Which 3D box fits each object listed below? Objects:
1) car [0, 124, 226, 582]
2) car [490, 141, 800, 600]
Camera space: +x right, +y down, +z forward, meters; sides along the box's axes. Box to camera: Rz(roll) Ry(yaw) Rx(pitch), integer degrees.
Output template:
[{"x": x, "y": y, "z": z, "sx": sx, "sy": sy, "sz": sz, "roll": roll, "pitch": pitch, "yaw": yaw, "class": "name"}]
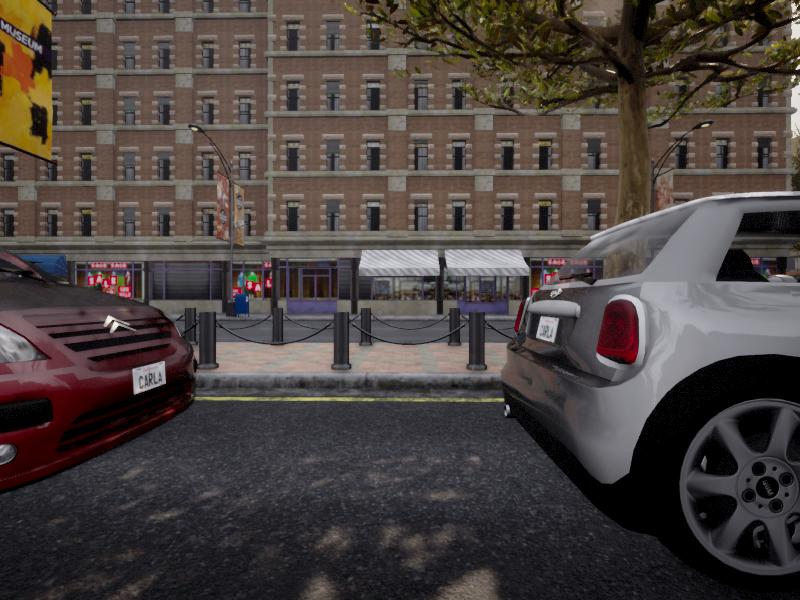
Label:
[{"x": -3.390, "y": 0.188, "z": 2.287, "sx": 3.988, "sy": 1.617, "sz": 1.851, "roll": 0, "pitch": 0, "yaw": 1, "class": "car"}, {"x": 2.600, "y": 0.253, "z": 2.173, "sx": 3.806, "sy": 1.475, "sz": 1.970, "roll": 0, "pitch": 0, "yaw": 1, "class": "car"}]
